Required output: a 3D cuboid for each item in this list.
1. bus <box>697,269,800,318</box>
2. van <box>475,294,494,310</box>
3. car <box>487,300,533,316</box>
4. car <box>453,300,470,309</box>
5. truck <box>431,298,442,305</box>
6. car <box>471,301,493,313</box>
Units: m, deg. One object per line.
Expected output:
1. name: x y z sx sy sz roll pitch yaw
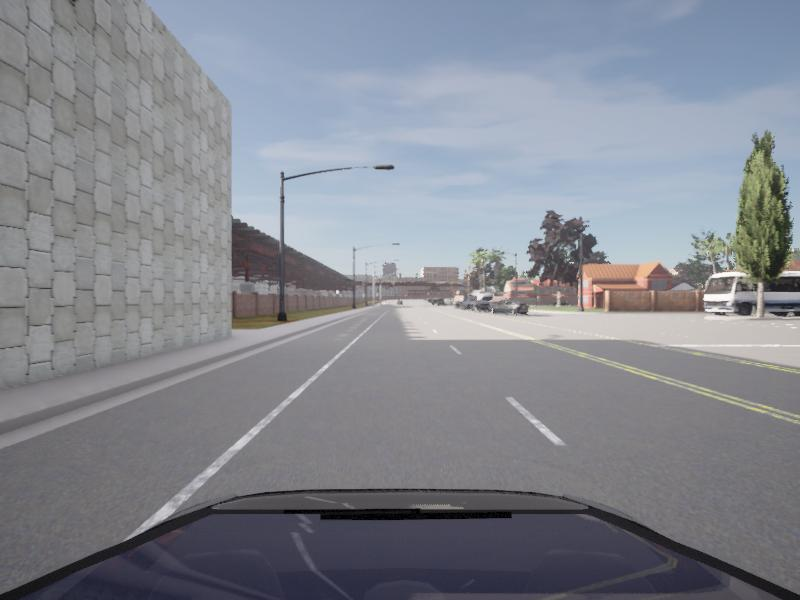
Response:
1. bus: 33.908 -0.546 36.756 10.273 4.253 3.944 0 0 -1
2. van: 13.991 0.297 66.609 1.988 2.561 5.915 0 0 0
3. car: 11.260 0.813 41.413 2.007 1.525 4.514 0 0 -29
4. car: 10.500 0.810 68.583 2.128 1.511 4.902 0 0 0
5. truck: 10.500 0.373 115.234 2.390 2.098 6.274 0 1 0
6. car: 10.516 0.825 51.862 1.837 1.490 4.892 0 0 0
